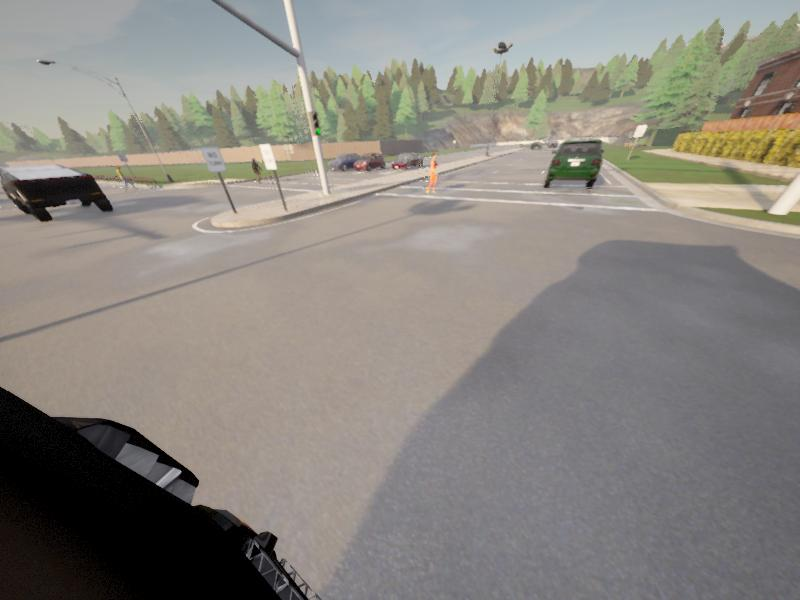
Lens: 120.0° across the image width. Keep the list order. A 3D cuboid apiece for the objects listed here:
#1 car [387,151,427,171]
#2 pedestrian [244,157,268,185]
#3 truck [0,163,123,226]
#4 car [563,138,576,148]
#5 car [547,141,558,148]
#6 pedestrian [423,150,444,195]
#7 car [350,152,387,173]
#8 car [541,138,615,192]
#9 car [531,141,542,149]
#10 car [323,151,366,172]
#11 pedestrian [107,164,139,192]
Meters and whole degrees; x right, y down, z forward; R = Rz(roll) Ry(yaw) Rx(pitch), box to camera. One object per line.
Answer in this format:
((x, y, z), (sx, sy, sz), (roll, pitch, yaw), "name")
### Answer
((0.858, -15.069, 25.006), (2.163, 1.488, 4.792), (16, 38, 26), "car")
((-11.165, -10.028, 17.993), (0.751, 1.860, 0.751), (16, 38, 25), "pedestrian")
((-16.920, -5.323, 11.229), (6.274, 2.098, 2.390), (16, 38, 26), "truck")
((42.777, -39.716, 58.392), (2.097, 1.767, 4.553), (17, 39, 27), "car")
((38.516, -39.178, 58.339), (1.895, 1.301, 4.718), (16, 38, 26), "car")
((1.648, -6.298, 11.474), (0.751, 1.860, 0.751), (15, 38, 25), "pedestrian")
((-3.289, -14.905, 24.956), (1.851, 1.617, 3.988), (16, 38, 26), "car")
((9.405, -7.470, 12.519), (2.150, 2.045, 5.566), (17, 38, 27), "car")
((34.631, -39.298, 58.630), (1.837, 1.490, 4.892), (16, 38, 26), "car")
((-6.239, -15.930, 26.537), (2.097, 1.767, 4.553), (16, 38, 26), "car")
((-21.340, -9.412, 17.831), (0.751, 1.860, 0.751), (23, 42, 33), "pedestrian")
